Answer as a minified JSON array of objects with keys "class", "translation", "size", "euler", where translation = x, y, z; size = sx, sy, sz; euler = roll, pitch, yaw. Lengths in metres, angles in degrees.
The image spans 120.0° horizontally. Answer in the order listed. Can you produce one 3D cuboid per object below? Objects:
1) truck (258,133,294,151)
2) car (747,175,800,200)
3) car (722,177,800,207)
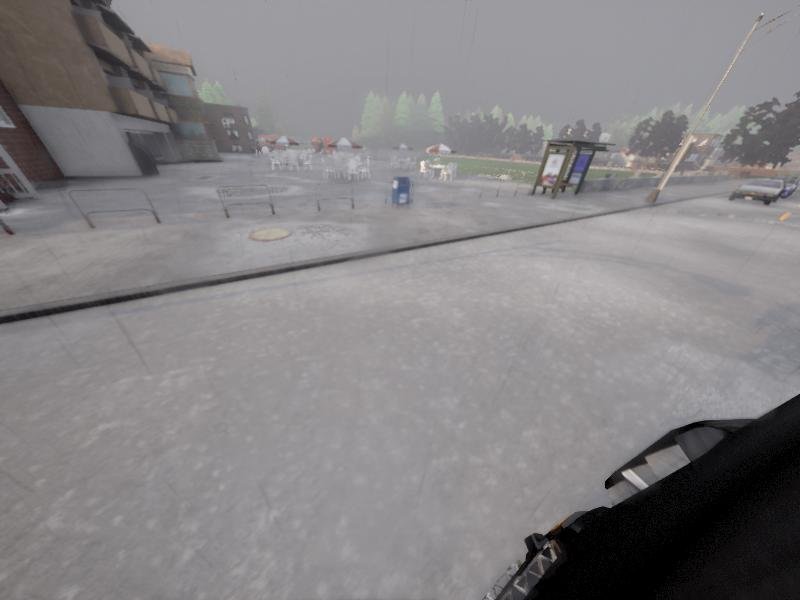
[{"class":"truck","translation":[-36.250,-46.227,67.611],"size":[8.468,3.827,2.891],"euler":[-16,38,-26]},{"class":"car","translation":[32.259,-9.697,19.702],"size":[4.514,1.525,2.007],"euler":[-16,38,-26]},{"class":"car","translation":[25.497,-7.711,16.306],"size":[5.357,1.411,2.033],"euler":[-16,38,-26]}]
